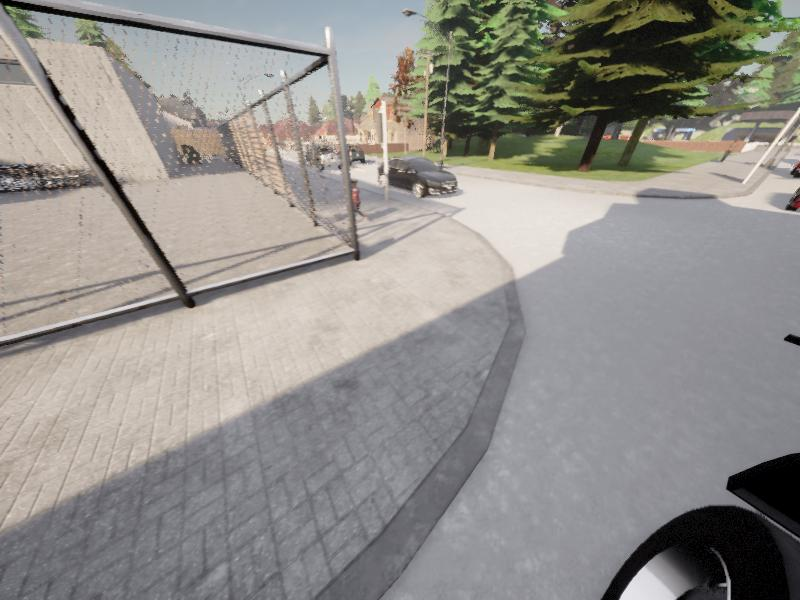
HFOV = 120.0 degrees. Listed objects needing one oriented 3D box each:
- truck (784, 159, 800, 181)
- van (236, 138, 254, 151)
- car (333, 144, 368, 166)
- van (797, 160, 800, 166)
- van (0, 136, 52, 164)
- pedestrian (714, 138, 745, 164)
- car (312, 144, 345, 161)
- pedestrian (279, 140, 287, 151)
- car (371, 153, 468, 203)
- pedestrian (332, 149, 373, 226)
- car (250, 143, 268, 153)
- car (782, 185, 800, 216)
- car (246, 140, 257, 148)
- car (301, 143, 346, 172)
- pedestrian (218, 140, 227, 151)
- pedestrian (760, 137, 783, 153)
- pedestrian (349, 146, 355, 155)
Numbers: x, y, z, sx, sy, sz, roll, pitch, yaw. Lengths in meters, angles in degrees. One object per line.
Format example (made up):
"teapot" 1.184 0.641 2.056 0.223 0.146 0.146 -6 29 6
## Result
"truck" 26.284 -8.595 13.683 5.204 2.467 2.627 -22 41 -28
"van" -37.791 -37.905 56.201 2.351 2.431 6.366 -22 41 -28
"car" -5.179 -15.008 23.810 1.851 1.617 3.988 -22 41 -28
"van" 37.454 -13.183 20.018 5.915 2.561 1.988 -22 41 -28
"van" -45.528 -17.012 26.219 5.915 2.561 1.988 -22 41 -28
"pedestrian" 28.988 -13.106 20.355 0.751 1.860 0.751 -23 41 -28
"car" -8.793 -18.079 28.263 2.007 1.525 4.514 -23 41 -29
"pedestrian" -23.960 -31.728 47.400 0.751 1.860 0.751 -3 35 -4
"car" 0.670 -6.121 11.267 1.837 1.490 4.892 -22 41 -28
"pedestrian" -1.274 -3.164 6.544 0.751 1.860 0.751 4 36 7
"car" -25.972 -28.002 42.520 1.816 1.474 4.193 -22 41 -28
"car" 15.631 -3.802 7.952 4.181 1.385 1.994 -22 41 -27
"car" -46.227 -48.625 71.952 1.905 1.878 3.866 -22 41 -28
"car" -6.564 -12.229 19.657 1.932 1.855 4.605 -22 40 -28
"pedestrian" -35.166 -30.554 45.664 0.751 1.860 0.751 -22 41 -28
"pedestrian" 52.872 -22.137 32.920 0.751 1.860 0.751 -11 37 -15
"pedestrian" -6.883 -21.518 33.262 0.500 1.100 0.500 -22 41 -28
